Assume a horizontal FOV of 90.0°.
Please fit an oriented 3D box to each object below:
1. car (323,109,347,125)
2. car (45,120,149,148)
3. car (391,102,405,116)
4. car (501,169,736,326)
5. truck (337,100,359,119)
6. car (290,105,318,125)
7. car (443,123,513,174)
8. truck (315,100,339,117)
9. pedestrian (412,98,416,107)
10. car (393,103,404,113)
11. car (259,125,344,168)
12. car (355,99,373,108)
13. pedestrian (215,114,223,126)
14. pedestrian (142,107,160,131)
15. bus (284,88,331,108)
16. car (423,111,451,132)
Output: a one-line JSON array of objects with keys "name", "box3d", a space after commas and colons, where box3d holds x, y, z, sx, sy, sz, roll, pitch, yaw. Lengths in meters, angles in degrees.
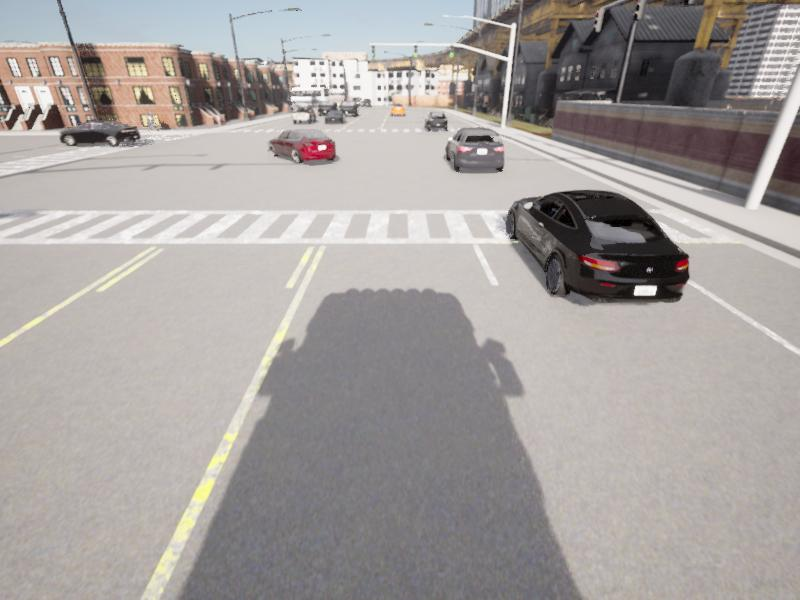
[{"name": "car", "box3d": [-7.208, -20.530, 44.853, 1.994, 1.385, 4.181, 0, 27, 0]}, {"name": "car", "box3d": [-19.542, -10.805, 25.989, 4.902, 1.511, 2.128, 2, 27, 4]}, {"name": "car", "box3d": [-0.267, -29.016, 60.754, 2.097, 1.767, 4.553, 0, 27, 0]}, {"name": "car", "box3d": [3.427, -1.334, 7.565, 1.812, 1.442, 4.674, 0, 27, 0]}, {"name": "truck", "box3d": [-7.253, -26.977, 56.526, 2.390, 2.098, 6.274, 0, 27, 0]}, {"name": "car", "box3d": [-10.710, -20.832, 44.909, 1.932, 1.855, 4.605, 0, 27, 0]}, {"name": "car", "box3d": [3.387, -7.070, 18.412, 2.242, 1.667, 4.611, 0, 28, 0]}, {"name": "truck", "box3d": [-10.765, -28.664, 59.810, 2.390, 2.098, 6.274, 0, 27, 0]}, {"name": "pedestrian", "box3d": [3.126, -44.125, 89.479, 0.751, 1.860, 0.751, -16, 31, -28]}, {"name": "car", "box3d": [-0.297, -33.138, 68.995, 1.882, 1.535, 5.008, 0, 27, 0]}, {"name": "car", "box3d": [-5.072, -7.912, 20.313, 2.163, 1.488, 4.792, -20, 33, -33]}, {"name": "car", "box3d": [-8.581, -47.040, 95.583, 3.866, 1.878, 1.905, 22, 35, 36]}, {"name": "pedestrian", "box3d": [-17.971, -17.865, 39.702, 0.500, 1.100, 0.500, -8, 28, -14]}, {"name": "pedestrian", "box3d": [-21.515, -15.637, 34.584, 0.751, 1.860, 0.751, -5, 28, -9]}, {"name": "bus", "box3d": [-22.705, -49.962, 98.744, 10.273, 4.253, 3.944, 8, 28, 15]}, {"name": "car", "box3d": [3.318, -16.462, 36.745, 2.128, 1.511, 4.902, 0, 27, 0]}]
